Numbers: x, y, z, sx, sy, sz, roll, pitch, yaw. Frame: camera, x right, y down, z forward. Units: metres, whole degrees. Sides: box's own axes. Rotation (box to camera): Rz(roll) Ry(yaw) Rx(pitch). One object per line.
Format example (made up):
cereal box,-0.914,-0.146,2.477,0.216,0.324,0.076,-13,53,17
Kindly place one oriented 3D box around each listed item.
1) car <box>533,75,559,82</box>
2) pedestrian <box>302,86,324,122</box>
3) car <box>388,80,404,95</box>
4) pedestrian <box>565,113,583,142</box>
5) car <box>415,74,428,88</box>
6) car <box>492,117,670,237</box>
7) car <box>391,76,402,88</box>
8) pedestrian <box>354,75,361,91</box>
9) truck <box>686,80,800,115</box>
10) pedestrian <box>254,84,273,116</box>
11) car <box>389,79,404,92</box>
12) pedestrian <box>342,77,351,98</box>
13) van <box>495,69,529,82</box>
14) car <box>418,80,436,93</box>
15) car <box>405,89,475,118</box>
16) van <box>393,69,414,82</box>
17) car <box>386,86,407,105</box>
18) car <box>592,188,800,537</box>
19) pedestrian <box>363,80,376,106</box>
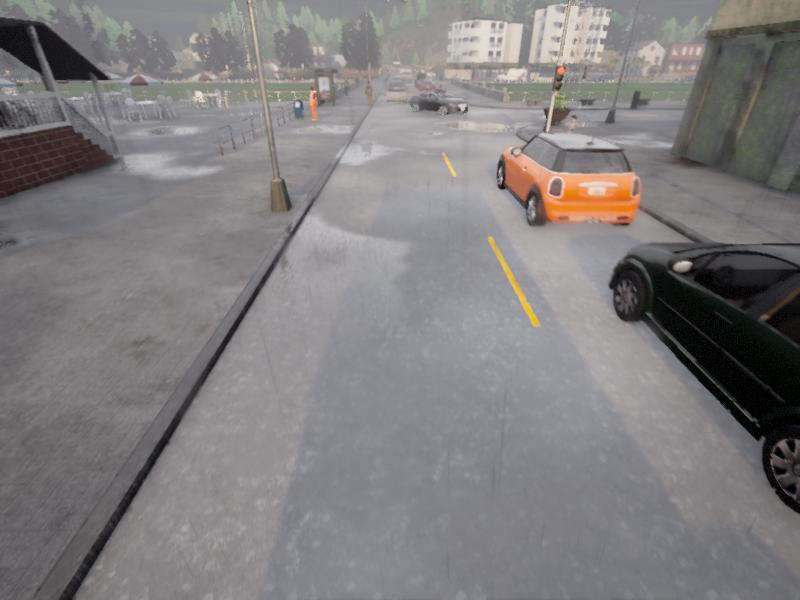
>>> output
car,31.444,-47.793,86.397,4.718,1.301,1.895,0,30,0
pedestrian,-5.214,-11.784,24.013,0.751,1.860,0.751,15,34,24
car,-0.437,-25.927,48.799,1.837,1.490,4.892,0,30,0
pedestrian,7.738,-7.695,17.806,0.500,1.100,0.500,14,33,22
car,3.442,-35.886,65.420,1.905,1.878,3.866,0,30,0
car,3.853,-3.198,9.684,2.097,1.767,4.553,0,30,0
car,-0.560,-35.600,65.318,1.837,1.490,4.892,0,30,0
pedestrian,-5.600,-28.551,52.652,0.751,1.860,0.751,3,30,5
truck,25.304,-14.921,29.444,6.274,2.098,2.390,0,30,0
pedestrian,-9.085,-13.353,26.734,0.751,1.860,0.751,-16,34,-26
car,-0.496,-30.271,56.315,2.033,1.411,5.357,0,30,0
pedestrian,-5.613,-22.321,42.010,0.751,1.860,0.751,-1,30,-2
van,24.036,-48.266,86.073,6.366,2.431,2.351,0,30,0
car,3.553,-28.387,53.129,1.994,1.385,4.181,-1,30,-2
car,2.731,-14.165,28.695,2.128,1.511,4.902,-22,37,-32
van,0.759,-49.215,87.651,2.351,2.431,6.366,-12,32,-18
car,-0.355,-19.421,37.879,1.895,1.301,4.718,0,30,0
car,3.899,0.207,4.054,1.851,1.617,3.988,0,30,0
pedestrian,-2.558,-17.391,33.596,0.751,1.860,0.751,9,31,15
